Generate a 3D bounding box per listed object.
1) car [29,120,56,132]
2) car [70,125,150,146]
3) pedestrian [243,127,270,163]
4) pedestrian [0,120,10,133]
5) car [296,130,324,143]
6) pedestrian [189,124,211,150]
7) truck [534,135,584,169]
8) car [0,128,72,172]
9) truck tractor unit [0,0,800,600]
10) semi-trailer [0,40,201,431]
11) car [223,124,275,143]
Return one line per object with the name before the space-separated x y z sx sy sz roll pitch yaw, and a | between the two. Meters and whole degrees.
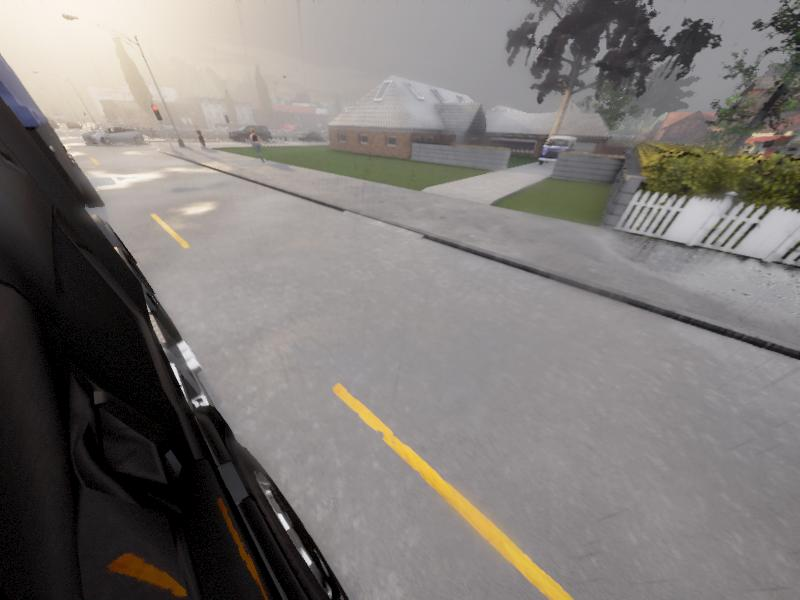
car | -62.051 -30.303 40.145 4.974 1.542 2.038 28 43 30
car | -28.947 -16.593 23.332 2.007 1.525 4.514 8 37 8
pedestrian | -9.311 -10.068 15.045 0.751 1.860 0.751 28 43 31
pedestrian | -53.289 -23.287 30.589 0.751 1.860 0.751 30 44 32
car | -15.336 -27.977 39.522 1.851 1.617 3.988 28 43 30
pedestrian | -18.195 -14.833 21.038 0.751 1.860 0.751 28 43 30
truck | 13.056 -12.198 18.932 2.069 2.038 4.478 28 43 30
car | -19.396 -8.000 12.156 5.008 1.535 1.882 28 43 31
truck tractor unit | -2.645 -0.295 0.352 6.516 4.208 3.053 28 44 30
semi-trailer | -8.707 -3.562 4.271 14.254 4.402 2.717 28 43 30
car | -21.527 -23.943 33.319 2.150 2.045 5.566 27 43 30
